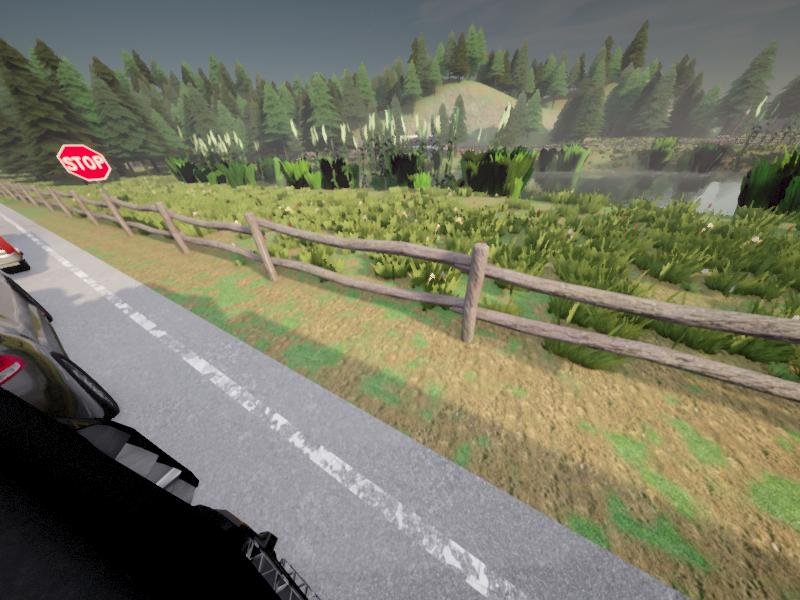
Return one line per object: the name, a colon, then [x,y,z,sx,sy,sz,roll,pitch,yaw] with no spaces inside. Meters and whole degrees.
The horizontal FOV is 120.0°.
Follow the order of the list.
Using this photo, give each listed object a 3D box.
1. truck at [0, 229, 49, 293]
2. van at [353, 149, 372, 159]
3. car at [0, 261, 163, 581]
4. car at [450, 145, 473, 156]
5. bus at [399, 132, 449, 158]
truck: [-10.966,-1.486,4.789,5.204,2.467,2.627,16,38,26]
van: [-9.642,-37.856,59.937,4.442,1.987,1.775,9,35,17]
car: [-4.869,0.599,1.949,5.027,1.651,2.152,16,38,26]
car: [13.761,-33.614,51.928,4.553,1.767,2.097,11,36,20]
bus: [5.268,-34.364,51.490,10.273,4.253,3.944,10,36,19]
